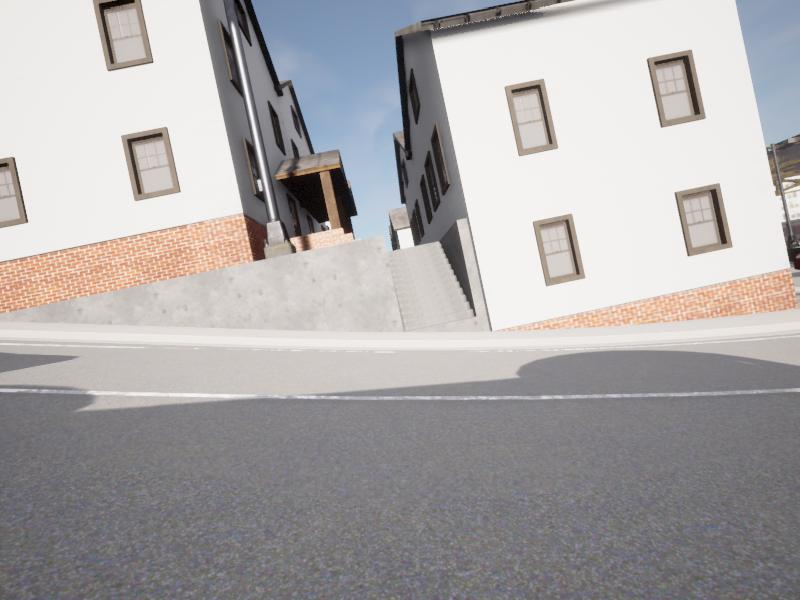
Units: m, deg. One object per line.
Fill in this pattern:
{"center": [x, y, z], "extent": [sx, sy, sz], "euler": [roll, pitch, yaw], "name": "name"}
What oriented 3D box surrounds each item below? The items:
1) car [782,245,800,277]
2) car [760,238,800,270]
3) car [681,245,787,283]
{"center": [19.950, -2.012, 17.442], "extent": [1.812, 1.442, 4.674], "euler": [-12, 0, -1], "name": "car"}
{"center": [23.475, -2.815, 23.072], "extent": [1.789, 1.549, 3.705], "euler": [-12, 0, 0], "name": "car"}
{"center": [20.063, -2.065, 24.399], "extent": [2.163, 1.488, 4.792], "euler": [-12, 0, 0], "name": "car"}
